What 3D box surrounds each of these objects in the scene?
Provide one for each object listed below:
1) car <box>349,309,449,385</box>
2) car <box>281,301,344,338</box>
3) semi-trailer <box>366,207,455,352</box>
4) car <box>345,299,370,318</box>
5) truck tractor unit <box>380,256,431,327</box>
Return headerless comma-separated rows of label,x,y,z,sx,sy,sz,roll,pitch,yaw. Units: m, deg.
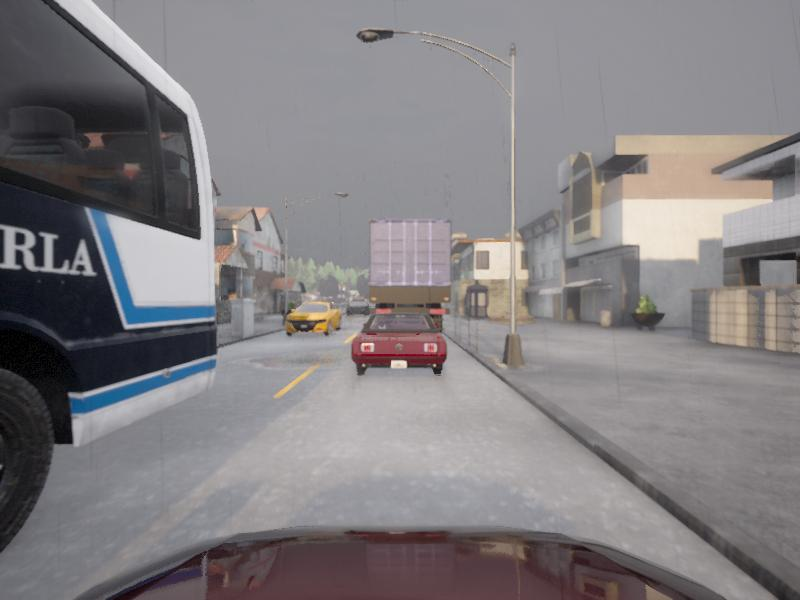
car,0.006,0.946,9.899,1.895,1.301,4.718,0,0,1
car,-3.969,0.819,19.040,1.882,1.535,5.008,0,0,0
semi-trailer,0.293,-0.621,19.276,2.717,4.402,14.254,0,0,0
car,-3.989,0.762,38.305,1.930,1.638,5.238,0,0,0
truck tractor unit,0.222,-0.529,27.186,3.053,4.208,6.516,0,0,-1
